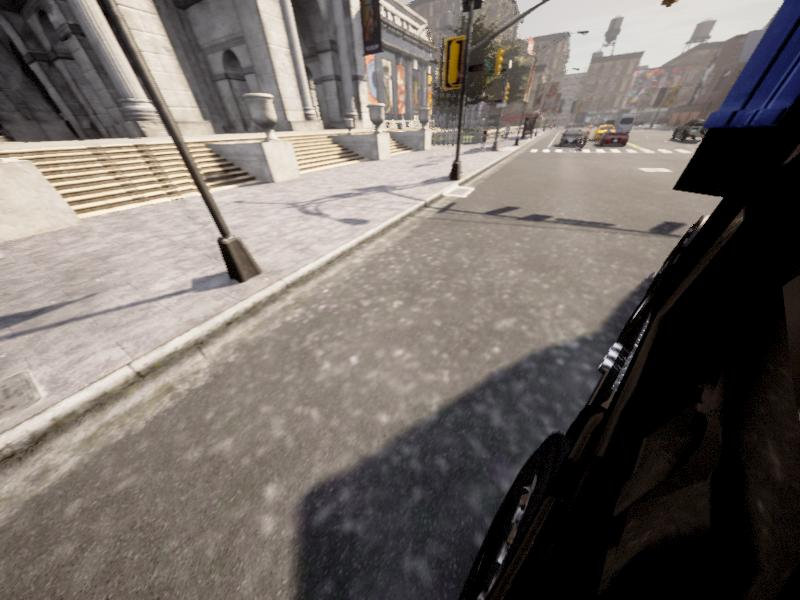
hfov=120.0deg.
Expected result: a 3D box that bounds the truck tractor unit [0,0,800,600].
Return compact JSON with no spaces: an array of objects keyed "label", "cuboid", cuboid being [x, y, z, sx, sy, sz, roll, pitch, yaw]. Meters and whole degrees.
[{"label":"truck tractor unit","cuboid":[2.645,-0.295,0.351,6.516,4.208,3.053,-28,44,-30]}]

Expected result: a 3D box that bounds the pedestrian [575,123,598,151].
[{"label":"pedestrian","cuboid":[15.444,-13.478,19.152,0.751,1.860,0.751,-28,44,-30]}]

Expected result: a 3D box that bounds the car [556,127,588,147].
[{"label":"car","cuboid":[17.773,-16.944,23.981,2.128,1.511,4.902,17,41,25]}]

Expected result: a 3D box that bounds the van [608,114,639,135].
[{"label":"van","cuboid":[35.664,-28.179,37.076,1.988,2.561,5.915,17,41,25]}]

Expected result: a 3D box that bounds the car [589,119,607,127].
[{"label":"car","cuboid":[62.726,-55.936,73.133,4.605,1.855,1.932,-21,40,-22]}]

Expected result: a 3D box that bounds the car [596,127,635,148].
[{"label":"car","cuboid":[20.606,-15.715,22.287,1.994,1.385,4.181,18,41,25]}]

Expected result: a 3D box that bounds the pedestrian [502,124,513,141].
[{"label":"pedestrian","cuboid":[14.200,-22.162,30.587,0.751,1.860,0.751,21,43,28]}]

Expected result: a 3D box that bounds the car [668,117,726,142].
[{"label":"car","cuboid":[29.590,-17.158,23.255,1.932,1.855,4.605,18,41,25]}]

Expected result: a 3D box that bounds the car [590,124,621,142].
[{"label":"car","cuboid":[24.582,-20.116,27.794,1.882,1.535,5.008,17,41,24]}]

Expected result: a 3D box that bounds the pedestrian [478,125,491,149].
[{"label":"pedestrian","cuboid":[8.154,-15.695,22.300,0.751,1.860,0.751,14,40,21]}]

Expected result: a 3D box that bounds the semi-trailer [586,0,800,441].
[{"label":"semi-trailer","cuboid":[9.814,-2.420,2.593,14.254,4.402,2.717,-12,37,-13]}]
